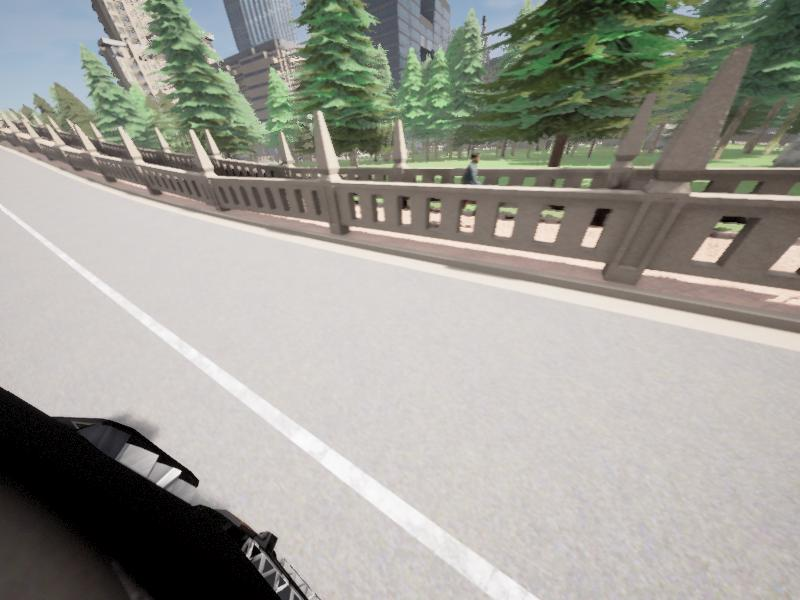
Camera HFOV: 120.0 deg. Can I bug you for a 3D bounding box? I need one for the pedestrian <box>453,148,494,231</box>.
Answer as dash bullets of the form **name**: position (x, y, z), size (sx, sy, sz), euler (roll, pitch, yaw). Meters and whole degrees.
- **pedestrian**: position (1.868, -2.866, 6.074), size (0.751, 1.860, 0.751), euler (5, 35, 12)
